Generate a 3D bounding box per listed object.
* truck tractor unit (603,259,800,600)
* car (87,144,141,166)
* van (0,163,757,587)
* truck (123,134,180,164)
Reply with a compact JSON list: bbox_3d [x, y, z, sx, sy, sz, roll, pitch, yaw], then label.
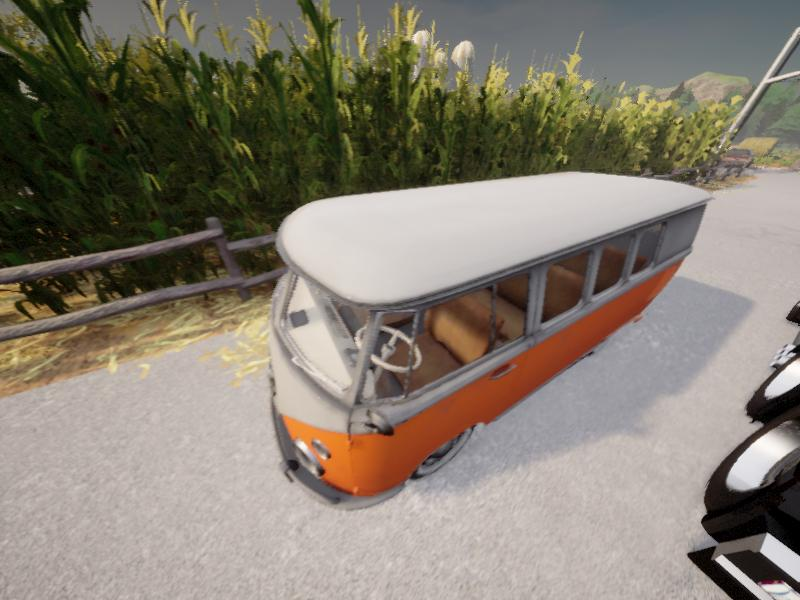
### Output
[{"bbox_3d":[5.102,-0.309,0.792,6.516,4.208,3.053,-19,39,-24],"label":"truck tractor unit"},{"bbox_3d":[-29.447,-15.193,24.050,1.801,1.575,5.366,-18,40,-24],"label":"car"},{"bbox_3d":[0.917,-0.100,2.413,4.442,1.987,1.775,-19,39,-24],"label":"van"},{"bbox_3d":[-27.075,-16.751,25.520,2.627,2.467,5.204,-18,40,-24],"label":"truck"}]
